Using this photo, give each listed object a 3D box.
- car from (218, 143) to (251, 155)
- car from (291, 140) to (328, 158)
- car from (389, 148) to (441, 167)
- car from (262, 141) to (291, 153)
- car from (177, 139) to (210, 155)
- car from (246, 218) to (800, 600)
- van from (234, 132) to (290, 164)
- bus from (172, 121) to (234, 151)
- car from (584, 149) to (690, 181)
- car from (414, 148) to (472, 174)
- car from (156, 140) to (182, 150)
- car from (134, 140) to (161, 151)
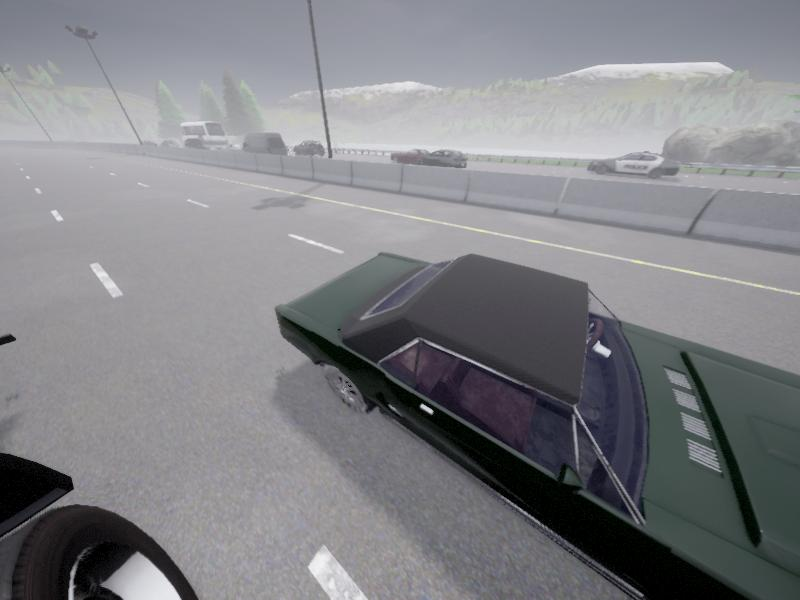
[{"bbox_3d":[-24.272,-22.122,33.883,4.718,1.301,1.895,22,41,28],"label":"car"},{"bbox_3d":[-11.890,-19.805,30.219,4.605,1.855,1.932,24,42,30],"label":"car"},{"bbox_3d":[1.384,-14.088,22.752,4.718,1.301,1.895,22,41,28],"label":"car"},{"bbox_3d":[-20.828,-25.739,38.841,4.514,1.525,2.007,22,41,28],"label":"car"},{"bbox_3d":[-29.859,-22.188,33.405,3.866,1.878,1.905,22,41,28],"label":"car"},{"bbox_3d":[1.111,0.597,1.945,4.718,1.301,1.895,22,41,28],"label":"car"},{"bbox_3d":[-14.662,-16.233,24.560,5.915,2.561,1.988,23,41,28],"label":"van"},{"bbox_3d":[-36.908,-30.684,43.323,10.273,4.253,3.944,19,39,25],"label":"bus"},{"bbox_3d":[16.744,-9.804,16.636,2.038,1.542,4.974,-30,45,-35],"label":"car"},{"bbox_3d":[3.339,-11.247,18.592,1.816,1.474,4.193,-29,45,-35],"label":"car"},{"bbox_3d":[-44.506,-29.957,44.569,3.988,1.617,1.851,18,39,23],"label":"car"},{"bbox_3d":[-45.698,-28.025,41.804,3.705,1.549,1.789,18,39,23],"label":"car"}]
